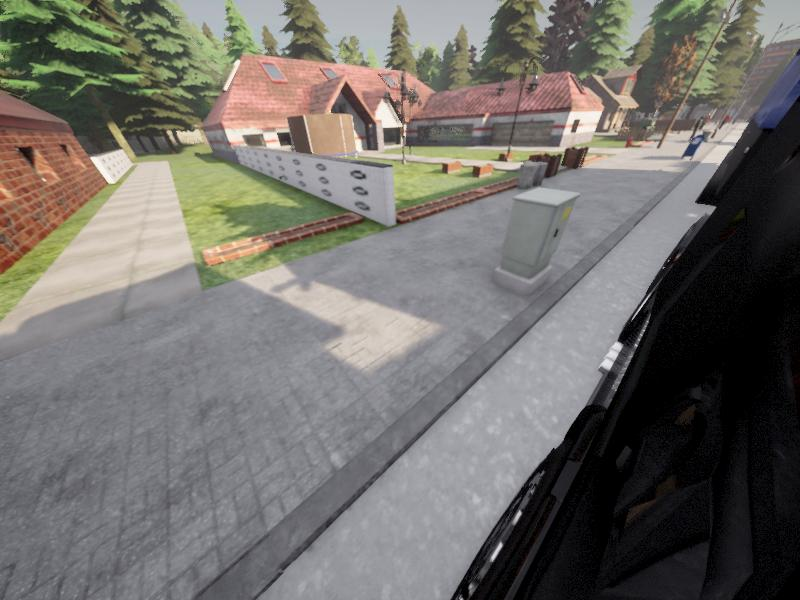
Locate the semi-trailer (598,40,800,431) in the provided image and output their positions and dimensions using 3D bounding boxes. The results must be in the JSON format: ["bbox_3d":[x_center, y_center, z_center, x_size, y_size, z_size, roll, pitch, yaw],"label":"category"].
[{"bbox_3d":[8.676,-3.627,4.239,14.254,4.402,2.717,-28,44,-30],"label":"semi-trailer"}]

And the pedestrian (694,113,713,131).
[{"bbox_3d":[41.667,-24.426,31.758,0.751,1.860,0.751,-29,44,-30],"label":"pedestrian"}]

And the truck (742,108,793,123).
[{"bbox_3d":[76.362,-38.331,48.082,6.274,2.098,2.390,-6,36,-5],"label":"truck"}]

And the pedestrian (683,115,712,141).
[{"bbox_3d":[26.286,-15.198,20.450,0.751,1.860,0.751,22,43,29],"label":"pedestrian"}]

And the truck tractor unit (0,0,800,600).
[{"bbox_3d":[2.645,-0.295,0.351,6.516,4.208,3.053,-28,44,-30],"label":"truck tractor unit"}]

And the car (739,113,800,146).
[{"bbox_3d":[28.214,-12.995,17.584,3.866,1.878,1.905,-27,43,-29],"label":"car"}]

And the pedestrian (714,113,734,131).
[{"bbox_3d":[43.037,-23.711,30.719,0.751,1.860,0.751,-28,43,-29],"label":"pedestrian"}]

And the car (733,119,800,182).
[{"bbox_3d":[16.109,-6.230,9.463,4.605,1.855,1.932,-25,43,-29],"label":"car"}]

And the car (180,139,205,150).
[{"bbox_3d":[-48.360,-36.290,53.854,3.866,1.878,1.905,-28,44,-30],"label":"car"}]

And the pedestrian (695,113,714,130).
[{"bbox_3d":[43.278,-25.309,32.831,0.751,1.860,0.751,-28,44,-30],"label":"pedestrian"}]
